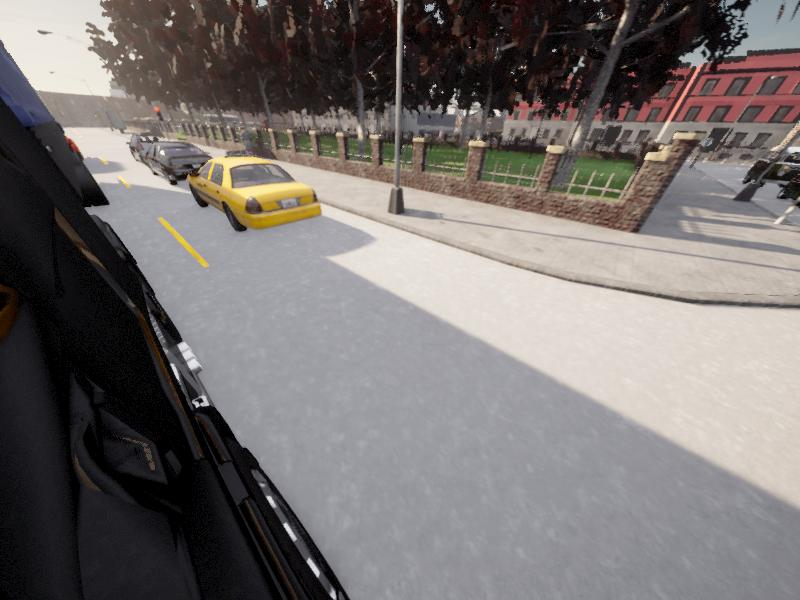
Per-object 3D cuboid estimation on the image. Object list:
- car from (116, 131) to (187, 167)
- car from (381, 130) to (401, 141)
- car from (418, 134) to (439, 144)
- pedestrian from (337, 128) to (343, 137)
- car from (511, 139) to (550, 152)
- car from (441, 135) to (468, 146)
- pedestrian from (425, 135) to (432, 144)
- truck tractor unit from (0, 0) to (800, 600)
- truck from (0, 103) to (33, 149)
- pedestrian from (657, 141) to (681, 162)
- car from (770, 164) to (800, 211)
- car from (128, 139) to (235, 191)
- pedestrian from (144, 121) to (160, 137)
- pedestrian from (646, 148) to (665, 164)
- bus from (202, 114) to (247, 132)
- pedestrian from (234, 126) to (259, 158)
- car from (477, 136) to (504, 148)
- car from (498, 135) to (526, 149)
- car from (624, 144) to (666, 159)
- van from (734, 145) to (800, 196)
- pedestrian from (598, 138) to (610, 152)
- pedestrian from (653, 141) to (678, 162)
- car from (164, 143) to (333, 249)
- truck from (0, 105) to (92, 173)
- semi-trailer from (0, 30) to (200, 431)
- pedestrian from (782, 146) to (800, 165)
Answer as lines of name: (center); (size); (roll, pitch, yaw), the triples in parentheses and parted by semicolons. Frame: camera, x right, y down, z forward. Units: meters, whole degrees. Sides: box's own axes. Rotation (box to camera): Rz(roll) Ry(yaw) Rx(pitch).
car: (-14.797, -9.038, 13.761); (3.633, 1.501, 1.845); (27, 43, 30)
car: (-2.099, -37.836, 53.072); (4.605, 1.855, 1.932); (28, 44, 31)
car: (5.843, -33.373, 47.790); (3.806, 1.475, 1.970); (29, 44, 31)
pedestrian: (-14.618, -40.940, 56.403); (0.751, 1.860, 0.751); (28, 44, 31)
car: (21.054, -25.146, 37.454); (4.892, 1.490, 1.837); (28, 43, 30)
car: (10.543, -30.850, 44.585); (4.514, 1.525, 2.007); (28, 44, 31)
pedestrian: (5.279, -29.923, 43.029); (0.751, 1.300, 0.751); (29, 44, 31)
truck tractor unit: (-2.645, -0.295, 0.351); (6.516, 4.208, 3.053); (28, 44, 30)
truck: (-33.282, -12.308, 15.277); (8.468, 3.827, 2.891); (-27, 45, -33)
pedestrian: (29.769, -16.439, 25.621); (0.751, 1.860, 0.751); (-15, 40, -22)
car: (17.961, -4.589, 9.472); (1.845, 1.501, 3.633); (28, 44, 31)
car: (-9.807, -6.192, 10.291); (5.357, 1.411, 2.033); (28, 44, 30)
pedestrian: (-35.810, -24.745, 33.394); (0.751, 1.860, 0.751); (28, 44, 31)
pedestrian: (26.217, -14.821, 23.718); (0.751, 1.300, 0.751); (28, 44, 31)
bus: (-56.410, -57.190, 74.737); (3.944, 4.253, 10.273); (28, 44, 31)
pedestrian: (-10.902, -11.253, 16.467); (0.751, 1.860, 0.751); (28, 44, 31)
car: (15.973, -27.922, 40.890); (3.705, 1.549, 1.789); (28, 44, 31)
car: (20.299, -28.866, 42.109); (3.866, 1.878, 1.905); (28, 44, 31)
car: (34.309, -20.932, 32.429); (1.845, 1.501, 3.633); (-27, 45, -34)
van: (22.042, -7.478, 13.163); (2.069, 2.038, 4.480); (29, 44, 31)
pedestrian: (33.731, -25.655, 38.287); (0.751, 1.860, 0.751); (23, 41, 25)
pedestrian: (29.178, -16.316, 25.424); (0.751, 1.860, 0.751); (0, 37, -3)
car: (-4.334, -3.204, 6.384); (5.366, 1.575, 1.801); (29, 44, 31)
truck: (-19.137, -8.527, 12.028); (5.204, 2.467, 2.627); (30, 44, 30)
semi-trailer: (-8.647, -3.612, 4.317); (14.254, 4.402, 2.717); (29, 44, 31)
pedestrian: (48.073, -17.494, 28.010); (0.751, 1.860, 0.751); (25, 42, 28)
